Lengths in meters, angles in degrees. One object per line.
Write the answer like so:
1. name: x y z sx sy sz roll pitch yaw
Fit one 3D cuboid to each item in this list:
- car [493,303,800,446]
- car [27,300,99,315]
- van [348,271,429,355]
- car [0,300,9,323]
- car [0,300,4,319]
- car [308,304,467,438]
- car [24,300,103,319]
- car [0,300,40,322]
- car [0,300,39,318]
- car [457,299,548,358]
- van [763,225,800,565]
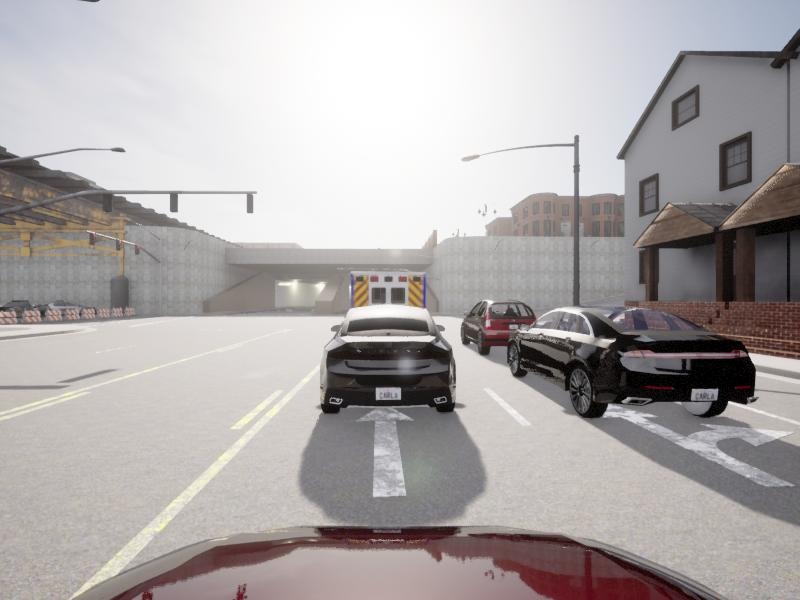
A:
1. car: 3.293 0.836 6.852 2.128 1.511 4.902 0 0 -2
2. car: -30.092 0.638 35.903 1.853 1.218 4.536 0 0 27
3. van: -0.437 0.378 14.801 2.351 2.431 6.366 0 0 -2
4. car: -28.966 0.796 26.003 2.038 1.542 4.974 0 0 42
5. car: -29.000 0.638 25.964 1.853 1.218 4.536 0 0 42
6. car: -0.209 0.844 7.073 1.837 1.490 4.892 0 0 -2
7. car: -30.069 0.796 35.949 2.038 1.542 4.974 0 0 27
8. car: -29.116 0.796 30.609 2.038 1.542 4.974 0 0 -38
9. car: -29.149 0.638 30.650 1.853 1.218 4.536 0 0 -38
10. car: 3.116 0.788 13.053 1.851 1.617 3.988 0 0 -2
11. van: 3.492 0.572 0.423 2.069 2.038 4.480 0 0 -2
